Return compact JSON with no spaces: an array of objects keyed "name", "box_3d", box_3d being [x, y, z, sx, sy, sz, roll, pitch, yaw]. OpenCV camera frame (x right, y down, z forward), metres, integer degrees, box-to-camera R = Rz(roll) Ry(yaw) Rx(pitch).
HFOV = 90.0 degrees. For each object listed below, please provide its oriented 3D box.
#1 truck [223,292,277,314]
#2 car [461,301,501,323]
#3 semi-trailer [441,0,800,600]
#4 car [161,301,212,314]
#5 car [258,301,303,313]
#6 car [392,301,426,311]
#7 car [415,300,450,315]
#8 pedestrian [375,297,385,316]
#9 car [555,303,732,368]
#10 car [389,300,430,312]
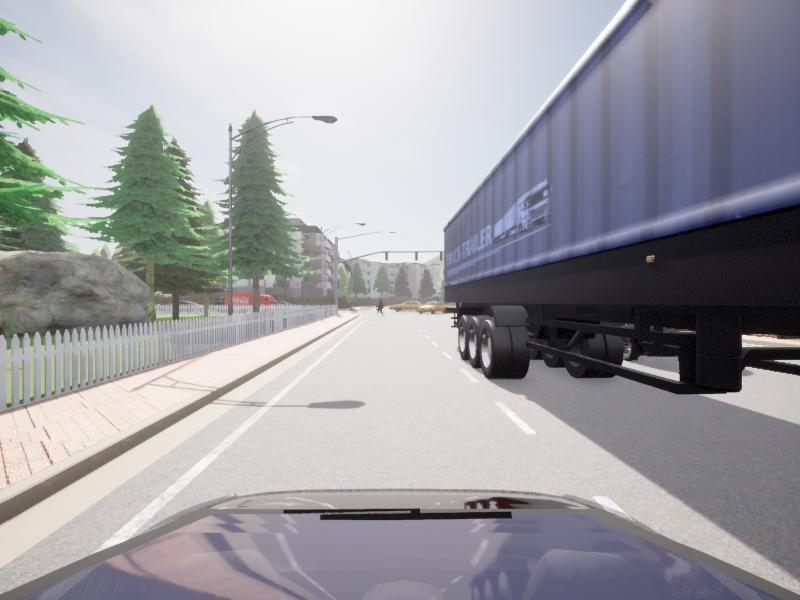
[{"name":"truck","box_3d":[-17.188,0.357,46.139,5.204,2.467,2.627,0,0,0]},{"name":"car","box_3d":[6.005,0.823,30.287,1.882,1.535,5.008,0,0,-2]},{"name":"semi-trailer","box_3d":[3.062,-0.618,6.800,2.717,4.402,14.254,0,0,-2]},{"name":"car","box_3d":[-24.545,0.845,46.090,4.892,1.490,1.837,0,0,0]},{"name":"car","box_3d":[-14.752,0.836,49.654,4.902,1.511,2.128,0,0,0]},{"name":"car","box_3d":[1.228,0.870,56.754,4.674,1.442,1.812,0,0,-1]},{"name":"car","box_3d":[3.779,0.802,45.468,1.801,1.575,5.366,0,0,31]},{"name":"pedestrian","box_3d":[-1.928,0.639,39.178,0.751,1.860,0.751,0,0,-22]},{"name":"car","box_3d":[6.684,0.851,11.849,2.163,1.488,4.792,0,0,-3]},{"name":"car","box_3d":[1.265,0.801,53.259,5.366,1.575,1.801,0,0,0]}]
